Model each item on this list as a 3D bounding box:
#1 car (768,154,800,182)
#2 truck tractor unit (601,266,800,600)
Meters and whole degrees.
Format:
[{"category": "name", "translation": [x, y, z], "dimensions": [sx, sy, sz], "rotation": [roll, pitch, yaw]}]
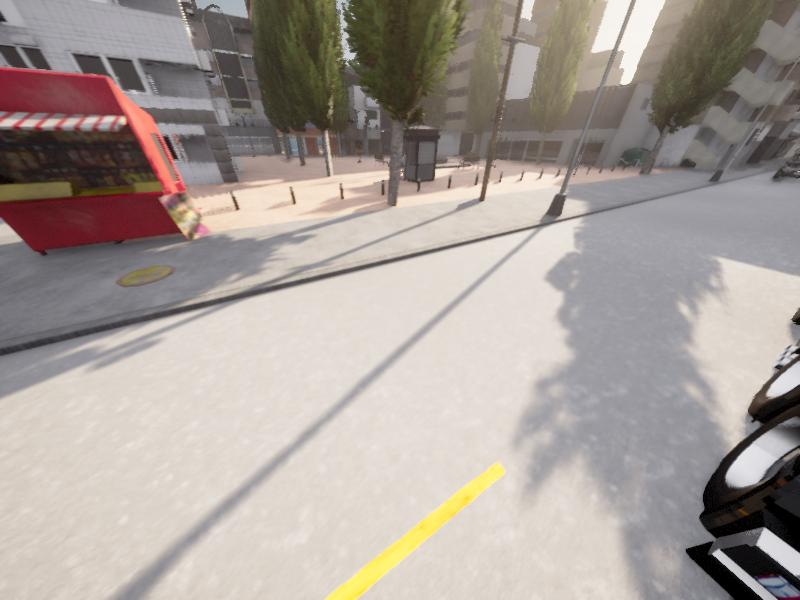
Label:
[{"category": "car", "translation": [29.621, -9.655, 16.831], "dimensions": [4.514, 1.525, 2.007], "rotation": [-18, 39, -24]}, {"category": "truck tractor unit", "translation": [5.117, -0.293, 0.778], "dimensions": [6.516, 4.208, 3.053], "rotation": [-18, 39, -24]}]
